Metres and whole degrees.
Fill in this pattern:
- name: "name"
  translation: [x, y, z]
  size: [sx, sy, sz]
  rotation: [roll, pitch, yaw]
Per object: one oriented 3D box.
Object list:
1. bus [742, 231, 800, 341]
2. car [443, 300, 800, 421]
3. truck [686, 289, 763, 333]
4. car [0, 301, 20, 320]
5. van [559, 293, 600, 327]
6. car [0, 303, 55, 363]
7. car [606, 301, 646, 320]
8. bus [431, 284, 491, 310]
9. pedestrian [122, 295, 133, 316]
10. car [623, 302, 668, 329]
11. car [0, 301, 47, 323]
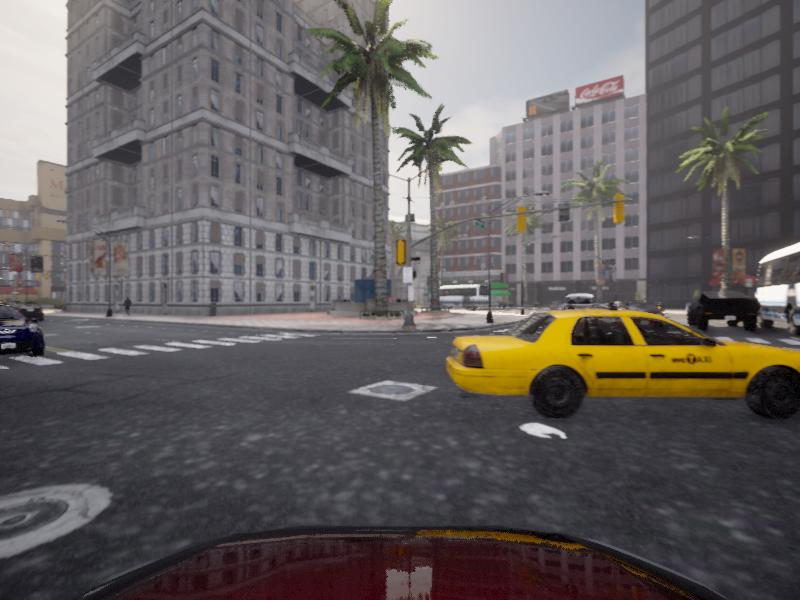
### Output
- name: "bus"
  translation: [19.653, -0.534, 18.782]
  size: [3.944, 4.253, 10.273]
  rotation: [0, 0, 32]
- name: "car"
  translation: [3.437, 0.802, 6.171]
  size: [5.366, 1.575, 1.801]
  rotation: [0, 0, 0]
- name: "truck"
  translation: [17.840, 0.545, 22.404]
  size: [2.390, 2.098, 6.274]
  rotation: [0, 0, 30]
- name: "car"
  translation: [-34.455, 0.834, 33.993]
  size: [5.366, 1.575, 1.801]
  rotation: [0, 0, 32]
- name: "van"
  translation: [12.047, 0.571, 26.665]
  size: [2.069, 2.038, 4.480]
  rotation: [0, 1, 29]
- name: "car"
  translation: [-11.502, 0.837, 11.144]
  size: [3.633, 1.501, 1.845]
  rotation: [0, 0, 31]
- name: "car"
  translation: [18.753, 0.861, 33.333]
  size: [1.970, 1.475, 3.806]
  rotation: [0, 0, 15]
- name: "bus"
  translation: [10.787, -0.508, 71.933]
  size: [3.944, 4.253, 10.273]
  rotation: [0, 0, -44]
- name: "pedestrian"
  translation: [-25.039, 0.515, 36.733]
  size: [0.751, 1.860, 0.751]
  rotation: [0, 0, 45]
- name: "car"
  translation: [15.056, 0.857, 24.803]
  size: [2.163, 1.488, 4.792]
  rotation: [0, 0, 29]
- name: "car"
  translation: [-28.516, 0.843, 30.221]
  size: [3.705, 1.549, 1.789]
  rotation: [0, 0, 33]
